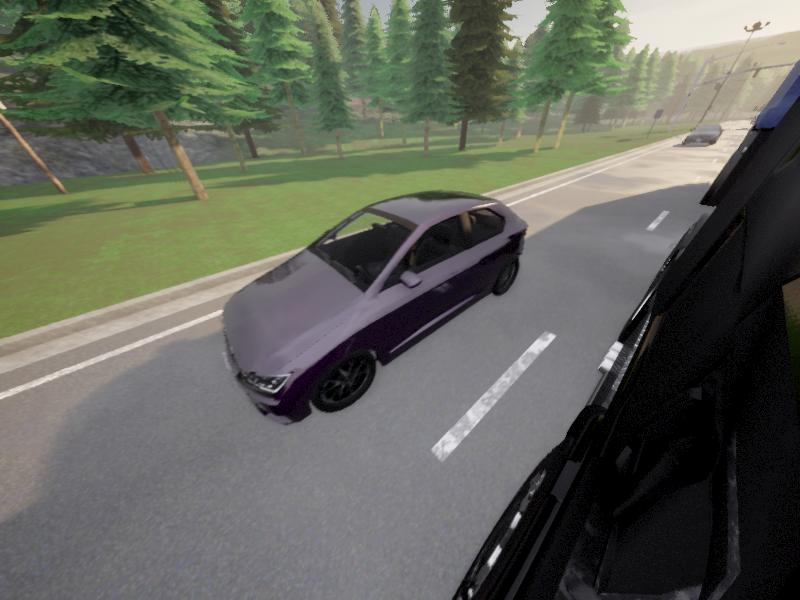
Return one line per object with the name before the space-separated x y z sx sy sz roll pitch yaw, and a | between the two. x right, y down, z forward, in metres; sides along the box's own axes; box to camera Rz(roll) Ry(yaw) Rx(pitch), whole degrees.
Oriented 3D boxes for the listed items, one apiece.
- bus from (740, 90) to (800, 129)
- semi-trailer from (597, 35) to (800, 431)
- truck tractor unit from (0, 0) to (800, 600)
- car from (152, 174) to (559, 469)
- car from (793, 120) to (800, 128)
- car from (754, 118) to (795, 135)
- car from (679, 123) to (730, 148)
bus | 60.158 -28.685 34.828 10.273 4.253 3.944 -6 35 -4
semi-trailer | 8.728 -3.579 4.207 14.254 4.402 2.717 -28 43 -29
truck tractor unit | 2.645 -0.295 0.352 6.516 4.208 3.053 -28 44 -30
car | -0.024 -0.469 3.052 4.193 1.474 1.816 -28 44 -30
car | 58.976 -25.352 32.406 3.866 1.878 1.905 -9 37 -8
car | 44.164 -20.472 27.223 4.181 1.385 1.994 -25 42 -27
car | 26.053 -14.102 19.747 4.674 1.442 1.812 -27 43 -29
